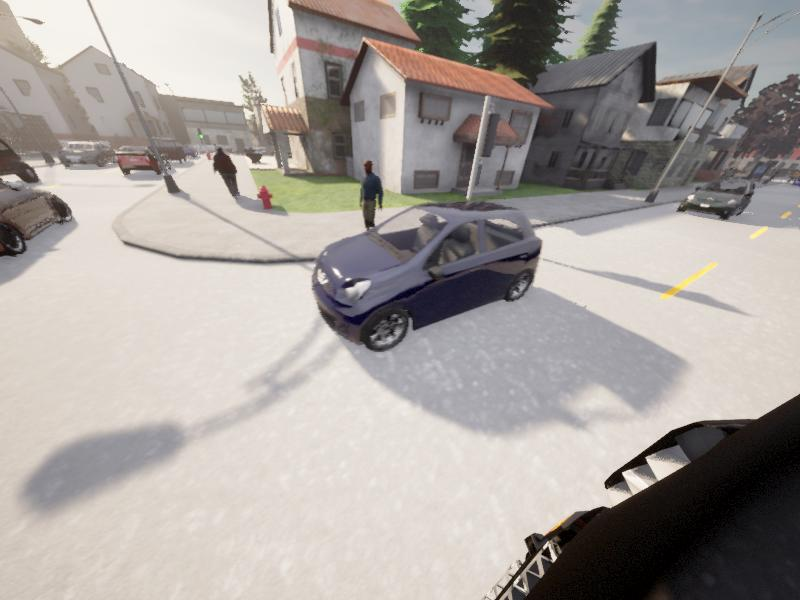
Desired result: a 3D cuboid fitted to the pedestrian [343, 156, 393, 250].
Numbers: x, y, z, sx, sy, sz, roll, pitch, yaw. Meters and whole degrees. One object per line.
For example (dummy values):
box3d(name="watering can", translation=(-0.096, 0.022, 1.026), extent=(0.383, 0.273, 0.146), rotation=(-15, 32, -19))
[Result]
box3d(name="pedestrian", translation=(-0.704, -2.238, 5.375), extent=(0.751, 1.860, 0.751), rotation=(20, 37, 24))

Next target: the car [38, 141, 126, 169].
box3d(name="car", translation=(-22.840, -10.699, 16.954), extent=(2.128, 1.511, 4.902), rotation=(-16, 38, -26))

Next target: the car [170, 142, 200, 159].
box3d(name="car", translation=(-25.816, -18.046, 27.849), extent=(1.816, 1.474, 4.193), rotation=(-16, 38, -26))

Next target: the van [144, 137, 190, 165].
box3d(name="van", translation=(-21.283, -13.799, 21.333), extent=(1.775, 1.987, 4.442), rotation=(-16, 38, -26))

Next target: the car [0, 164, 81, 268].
box3d(name="car", translation=(-9.351, -1.898, 4.861), extent=(1.994, 1.385, 4.181), rotation=(-21, 40, -31))

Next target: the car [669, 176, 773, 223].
box3d(name="car", translation=(15.664, -5.006, 11.297), extent=(3.988, 1.617, 1.851), rotation=(-16, 38, -26))

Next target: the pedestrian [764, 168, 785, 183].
box3d(name="pedestrian", translation=(56.858, -18.930, 35.067), extent=(0.751, 1.860, 0.751), rotation=(30, 42, 34))

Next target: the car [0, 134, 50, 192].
box3d(name="car", translation=(-17.576, -5.657, 9.415), extent=(1.905, 1.878, 3.866), rotation=(-16, 38, -26))

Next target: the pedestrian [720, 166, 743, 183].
box3d(name="pedestrian", translation=(42.433, -16.012, 29.546), extent=(0.751, 1.860, 0.751), rotation=(-13, 37, -22))

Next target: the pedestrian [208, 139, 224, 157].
box3d(name="pedestrian", translation=(-23.293, -19.262, 29.275), extent=(0.751, 1.860, 0.751), rotation=(22, 38, 26))

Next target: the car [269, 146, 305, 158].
box3d(name="car", translation=(-18.387, -24.215, 37.738), extent=(4.792, 1.488, 2.163), rotation=(-16, 38, -26))

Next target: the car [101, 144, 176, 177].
box3d(name="car", translation=(-16.952, -9.314, 15.316), extent=(2.007, 1.525, 4.514), rotation=(-16, 38, -26))

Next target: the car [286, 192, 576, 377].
box3d(name="car", translation=(0.490, -0.663, 3.622), extent=(3.633, 1.501, 1.845), rotation=(-16, 38, -26))

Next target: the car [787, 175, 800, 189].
box3d(name="car", translation=(57.474, -16.640, 32.671), extent=(4.514, 1.525, 2.007), rotation=(-16, 38, -26))

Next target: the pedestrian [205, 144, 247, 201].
box3d(name="pedestrian", translation=(-6.715, -4.962, 9.015), extent=(0.751, 1.860, 0.751), rotation=(-16, 38, -26))

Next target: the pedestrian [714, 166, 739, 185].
box3d(name="pedestrian", translation=(38.357, -14.632, 27.145), extent=(0.751, 1.860, 0.751), rotation=(-13, 37, -22))
